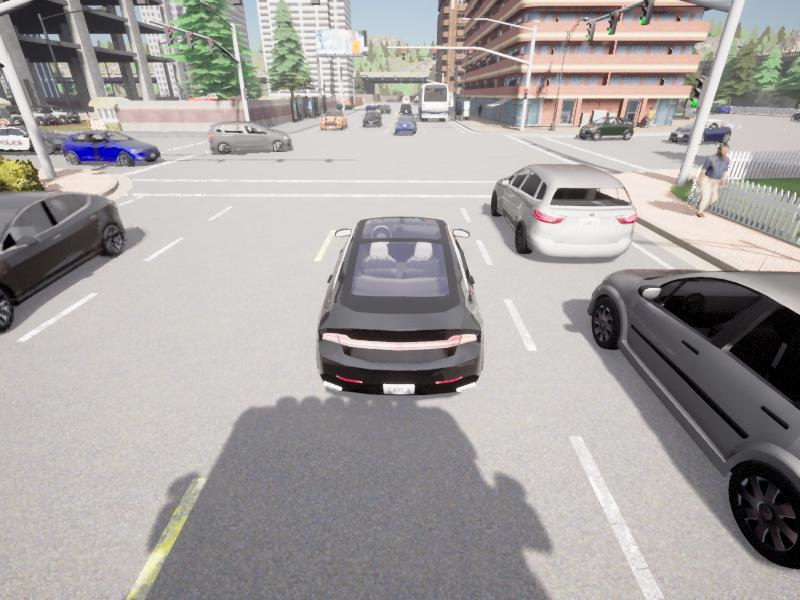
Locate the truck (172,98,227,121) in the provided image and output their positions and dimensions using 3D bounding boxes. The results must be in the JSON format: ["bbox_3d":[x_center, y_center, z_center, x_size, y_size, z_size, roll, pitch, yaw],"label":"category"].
[{"bbox_3d":[-25.063,-23.995,50.334,5.204,2.467,2.615,0,27,1],"label":"truck"}]

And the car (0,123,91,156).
[{"bbox_3d":[-20.709,-8.983,22.334,4.974,1.542,2.038,0,27,0],"label":"car"}]

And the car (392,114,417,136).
[{"bbox_3d":[0.499,-15.551,35.405,2.033,1.411,5.357,1,27,2],"label":"car"}]

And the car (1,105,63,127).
[{"bbox_3d":[-36.856,-18.477,40.153,3.866,1.878,1.905,0,27,1],"label":"car"}]

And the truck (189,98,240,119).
[{"bbox_3d":[-25.009,-25.963,54.169,5.204,2.467,2.615,0,27,1],"label":"truck"}]

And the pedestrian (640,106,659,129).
[{"bbox_3d":[22.925,-16.771,36.756,0.751,1.860,0.751,-10,29,-18],"label":"pedestrian"}]

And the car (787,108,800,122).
[{"bbox_3d":[49.221,-22.148,48.004,1.837,1.490,4.892,8,28,15],"label":"car"}]

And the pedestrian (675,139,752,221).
[{"bbox_3d":[7.813,-3.014,10.073,0.751,1.860,0.751,0,27,0],"label":"pedestrian"}]

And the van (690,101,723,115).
[{"bbox_3d":[51.572,-32.398,67.447,1.775,1.987,4.442,1,27,1],"label":"van"}]

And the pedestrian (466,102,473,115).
[{"bbox_3d":[10.741,-29.465,61.614,0.751,1.860,0.751,0,27,1],"label":"pedestrian"}]

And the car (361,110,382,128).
[{"bbox_3d":[-2.900,-19.099,42.206,1.837,1.490,4.892,0,27,1],"label":"car"}]

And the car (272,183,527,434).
[{"bbox_3d":[0.024,-0.455,5.857,2.128,1.511,4.902,0,27,1],"label":"car"}]

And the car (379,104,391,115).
[{"bbox_3d":[-2.479,-32.874,69.037,1.837,1.490,4.892,0,27,1],"label":"car"}]

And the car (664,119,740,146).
[{"bbox_3d":[20.352,-11.374,27.046,3.806,1.475,1.970,-9,29,-18],"label":"car"}]

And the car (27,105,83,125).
[{"bbox_3d":[-36.819,-19.819,42.770,3.866,1.878,1.905,0,27,1],"label":"car"}]

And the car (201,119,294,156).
[{"bbox_3d":[-8.718,-9.498,23.284,4.611,1.667,2.242,-8,29,-15],"label":"car"}]

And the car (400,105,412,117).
[{"bbox_3d":[0.931,-29.953,63.302,1.801,1.575,5.366,0,27,1],"label":"car"}]

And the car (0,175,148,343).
[{"bbox_3d":[-6.733,-0.902,6.763,2.163,1.488,4.792,-2,27,-4],"label":"car"}]

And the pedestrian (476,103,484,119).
[{"bbox_3d":[10.660,-25.223,53.349,0.751,1.860,0.751,0,27,1],"label":"pedestrian"}]

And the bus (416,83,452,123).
[{"bbox_3d":[4.142,-25.665,51.982,3.944,4.253,10.273,0,27,1],"label":"bus"}]

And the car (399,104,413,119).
[{"bbox_3d":[0.820,-26.462,56.116,1.905,1.878,3.866,0,27,1],"label":"car"}]

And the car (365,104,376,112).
[{"bbox_3d":[-5.817,-38.306,79.839,1.895,1.301,4.718,0,27,0],"label":"car"}]

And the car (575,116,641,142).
[{"bbox_3d":[15.050,-12.481,29.120,3.705,1.549,1.789,-5,28,-10],"label":"car"}]

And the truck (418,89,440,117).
[{"bbox_3d":[4.446,-31.283,63.386,2.891,3.827,8.468,0,27,1],"label":"truck"}]

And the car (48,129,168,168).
[{"bbox_3d":[-13.619,-7.164,18.852,4.193,1.474,1.816,4,27,7],"label":"car"}]

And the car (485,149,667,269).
[{"bbox_3d":[3.607,-2.399,9.470,2.242,1.667,4.611,1,27,1],"label":"car"}]

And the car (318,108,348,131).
[{"bbox_3d":[-6.452,-17.660,39.075,2.097,1.767,4.553,0,27,1],"label":"car"}]

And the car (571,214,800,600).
[{"bbox_3d":[3.496,0.483,3.924,1.851,1.617,3.988,0,27,1],"label":"car"}]
